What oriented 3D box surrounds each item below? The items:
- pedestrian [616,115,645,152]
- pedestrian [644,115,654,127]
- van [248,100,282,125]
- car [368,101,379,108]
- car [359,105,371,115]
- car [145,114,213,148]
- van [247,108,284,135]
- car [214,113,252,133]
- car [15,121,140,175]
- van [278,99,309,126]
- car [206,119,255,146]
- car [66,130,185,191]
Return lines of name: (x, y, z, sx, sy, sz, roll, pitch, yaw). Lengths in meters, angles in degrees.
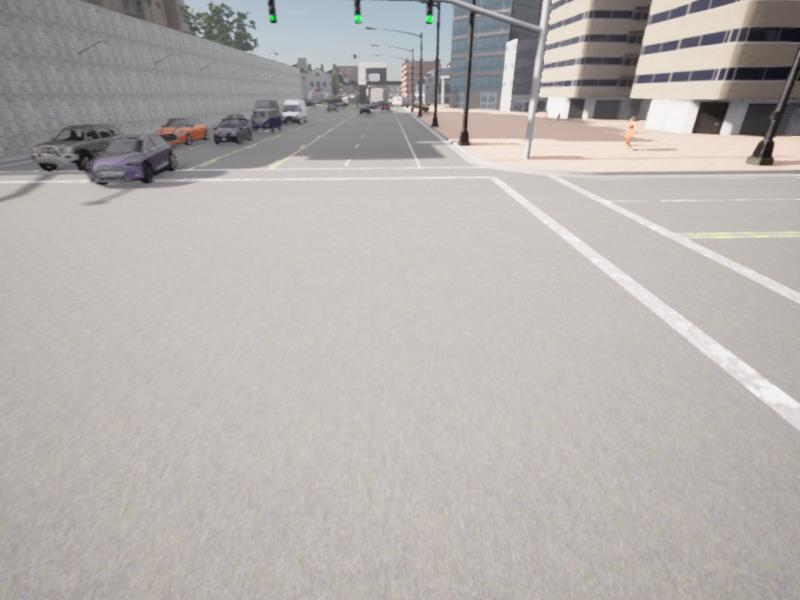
pedestrian: (12.900, -9.353, 22.423, 0.751, 1.860, 0.751, -4, 27, -7)
pedestrian: (26.489, -19.069, 42.584, 0.500, 1.100, 0.500, -19, 33, -32)
van: (-15.823, -22.236, 47.280, 1.988, 2.561, 5.915, -1, 27, -1)
car: (-6.640, -48.883, 100.129, 2.038, 1.542, 4.974, 2, 27, 5)
car: (-6.082, -33.366, 70.223, 1.895, 1.301, 4.718, -1, 27, -1)
car: (-15.150, -11.814, 27.792, 2.097, 1.767, 4.553, -1, 27, -1)
van: (-11.922, -16.058, 35.820, 1.775, 1.987, 4.442, -1, 27, -1)
car: (-15.469, -16.516, 37.302, 1.816, 1.474, 4.193, -1, 27, -1)
car: (-14.895, -7.315, 18.935, 1.932, 1.855, 4.605, 0, 28, 0)
van: (-12.297, -21.882, 46.562, 1.988, 2.561, 5.915, -1, 27, -1)
car: (-11.651, -11.703, 27.841, 1.845, 1.501, 3.633, -1, 27, -1)
car: (-10.788, -5.843, 16.316, 2.033, 1.649, 4.856, -5, 27, -8)
